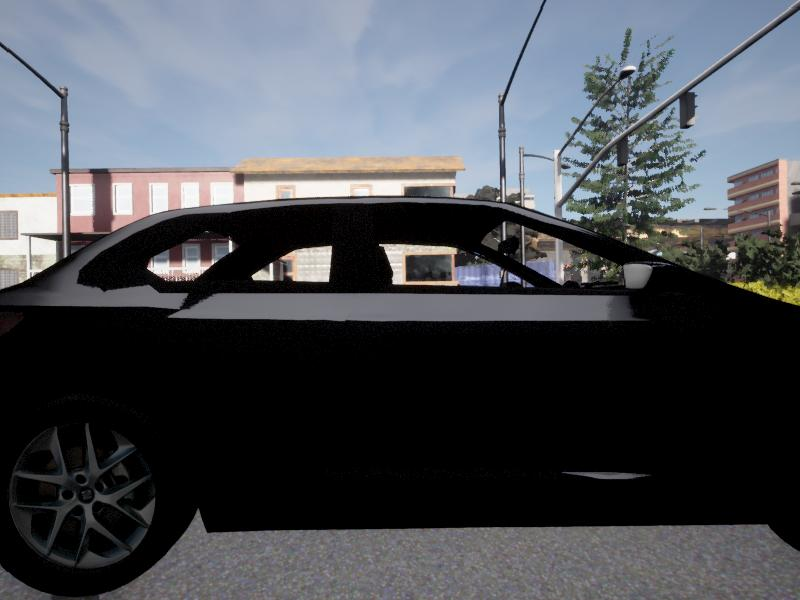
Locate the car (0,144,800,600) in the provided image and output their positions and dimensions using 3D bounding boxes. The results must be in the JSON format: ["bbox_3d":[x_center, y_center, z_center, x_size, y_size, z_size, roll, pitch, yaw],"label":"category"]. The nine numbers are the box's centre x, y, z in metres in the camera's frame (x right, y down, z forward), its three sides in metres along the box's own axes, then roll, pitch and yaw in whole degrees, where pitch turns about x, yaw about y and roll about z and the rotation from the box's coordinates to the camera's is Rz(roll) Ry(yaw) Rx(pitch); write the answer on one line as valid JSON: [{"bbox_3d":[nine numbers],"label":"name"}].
[{"bbox_3d":[0.342,0.254,2.184,4.193,1.474,1.816,0,0,-1],"label":"car"}]

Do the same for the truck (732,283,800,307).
[{"bbox_3d":[35.129,-0.484,37.668,2.390,2.098,6.274,-1,0,-1],"label":"truck"}]

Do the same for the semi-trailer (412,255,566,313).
[{"bbox_3d":[7.415,-1.146,36.689,14.254,4.402,2.717,-1,0,43],"label":"semi-trailer"}]
